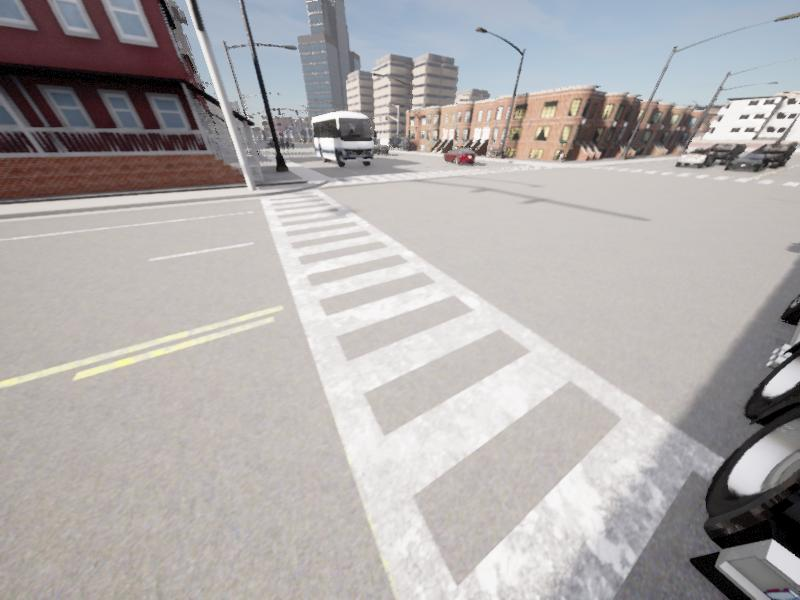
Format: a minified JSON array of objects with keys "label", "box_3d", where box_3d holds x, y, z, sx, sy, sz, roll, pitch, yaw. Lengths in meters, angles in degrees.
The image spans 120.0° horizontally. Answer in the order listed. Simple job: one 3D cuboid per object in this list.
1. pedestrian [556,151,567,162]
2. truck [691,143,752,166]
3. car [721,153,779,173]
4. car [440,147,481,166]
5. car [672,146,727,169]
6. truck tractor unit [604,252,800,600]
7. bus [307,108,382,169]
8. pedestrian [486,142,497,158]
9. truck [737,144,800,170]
[{"label":"pedestrian","box_3d":[18.536,-16.445,26.477,0.500,1.100,0.500,1,35,0]},{"label":"truck","box_3d":[37.610,-17.081,27.031,6.274,2.098,2.390,-18,39,-25]},{"label":"car","box_3d":[32.556,-12.807,21.494,4.181,1.385,1.994,-18,39,-25]},{"label":"car","box_3d":[6.535,-16.037,25.724,2.163,1.488,4.792,-10,36,-15]},{"label":"car","box_3d":[30.971,-14.815,23.905,4.605,1.855,1.932,-18,39,-25]},{"label":"truck tractor unit","box_3d":[5.091,-0.318,0.813,6.516,4.208,3.053,-19,39,-25]},{"label":"bus","box_3d":[-6.055,-16.617,23.994,3.944,4.253,10.273,-18,39,-25]},{"label":"pedestrian","box_3d":[12.239,-20.092,30.953,0.751,1.860,0.751,-15,38,-21]},{"label":"truck","box_3d":[39.216,-15.288,24.483,6.274,2.098,2.390,-18,39,-25]}]
